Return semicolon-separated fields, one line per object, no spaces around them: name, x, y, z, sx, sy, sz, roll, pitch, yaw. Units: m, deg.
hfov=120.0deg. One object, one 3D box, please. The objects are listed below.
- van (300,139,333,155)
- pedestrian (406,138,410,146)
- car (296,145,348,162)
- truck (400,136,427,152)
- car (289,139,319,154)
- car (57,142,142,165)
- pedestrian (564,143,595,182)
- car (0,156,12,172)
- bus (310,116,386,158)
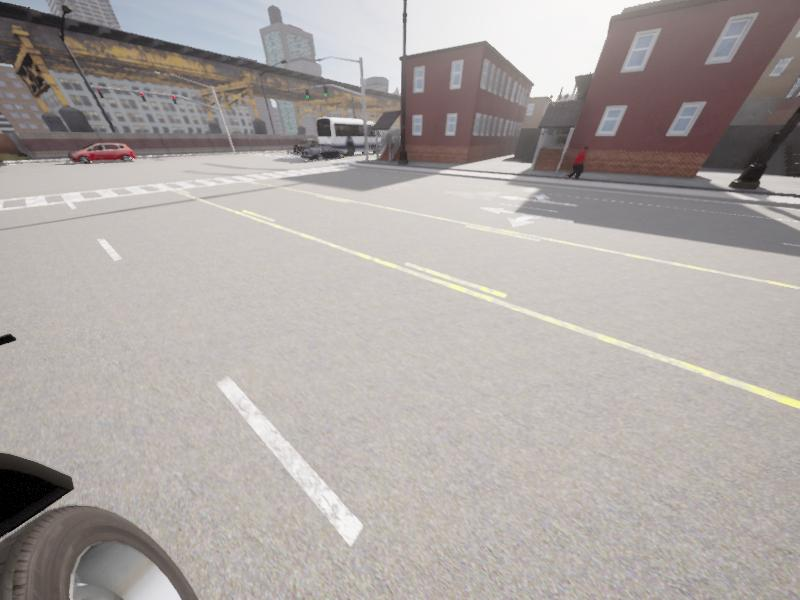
van;-13.029;-24.186;36.370;1.775;1.987;4.442;23;41;29
pedestrian;2.326;-45.707;66.802;0.751;1.860;0.751;21;40;27
car;-8.825;-16.980;26.701;2.033;1.411;5.357;23;41;29
truck;2.515;-29.765;43.976;2.627;2.467;5.204;23;41;29
car;-15.751;-25.433;38.199;1.905;1.878;3.866;23;41;29
car;-29.472;-14.547;22.850;2.242;1.667;4.611;23;41;29
pedestrian;10.330;-7.938;13.319;0.751;1.860;0.751;22;41;28
car;-31.460;-9.489;15.818;1.837;1.490;4.892;23;41;29
bus;-6.832;-23.253;33.132;3.944;4.253;10.273;23;41;29
